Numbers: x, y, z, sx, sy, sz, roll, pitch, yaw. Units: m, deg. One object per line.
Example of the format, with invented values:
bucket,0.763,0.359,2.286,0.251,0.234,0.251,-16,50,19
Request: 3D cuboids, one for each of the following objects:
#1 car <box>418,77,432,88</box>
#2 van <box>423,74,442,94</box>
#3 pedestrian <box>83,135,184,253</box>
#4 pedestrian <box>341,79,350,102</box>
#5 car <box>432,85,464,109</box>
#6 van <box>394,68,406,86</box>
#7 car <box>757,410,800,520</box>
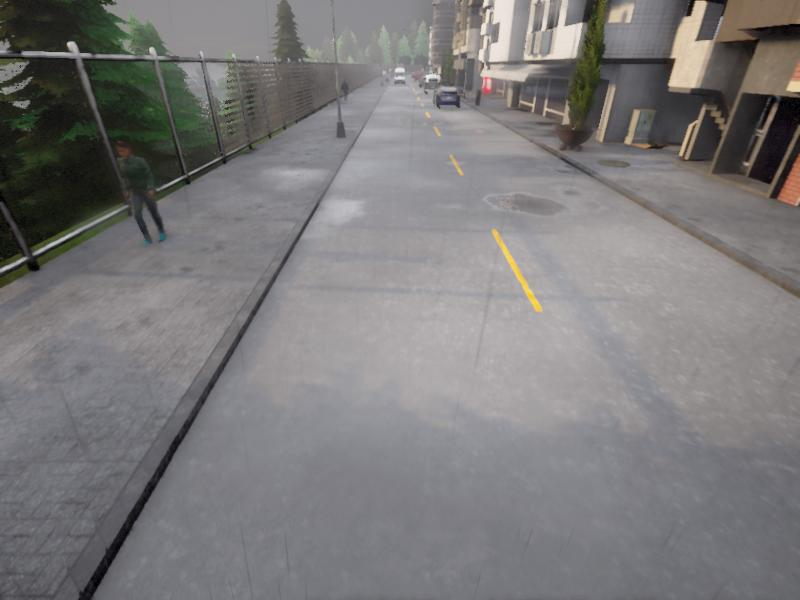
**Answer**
car,3.980,-34.660,63.660,1.970,1.475,3.806,0,30,0
van,3.985,-26.930,49.913,2.069,2.038,4.480,0,30,0
pedestrian,-4.588,-1.849,7.044,0.751,1.860,0.751,-3,31,-5
pedestrian,-5.047,-19.470,37.108,0.751,1.860,0.751,-2,30,-4
car,3.991,-17.461,34.310,2.163,1.488,4.792,0,30,0
van,-0.025,-39.573,70.949,1.988,2.561,5.915,0,30,0
car,3.998,1.903,1.277,1.816,1.474,4.193,0,30,0
